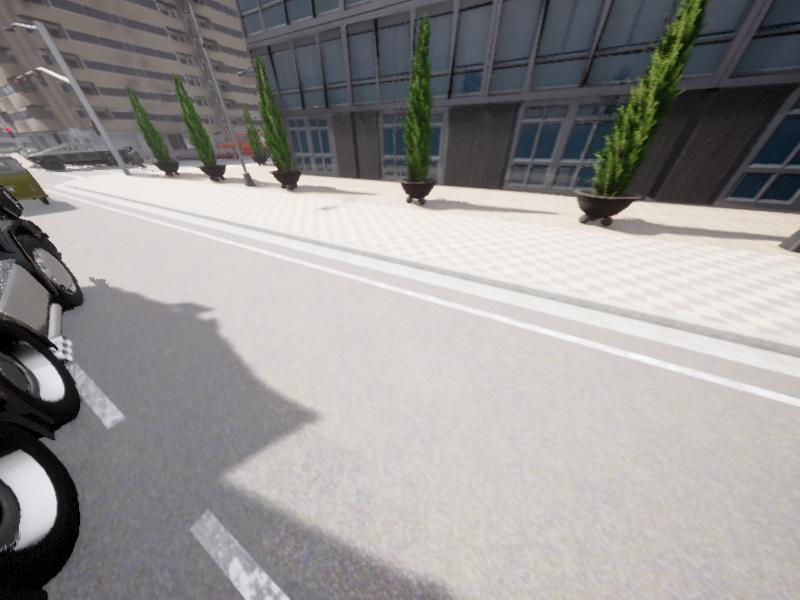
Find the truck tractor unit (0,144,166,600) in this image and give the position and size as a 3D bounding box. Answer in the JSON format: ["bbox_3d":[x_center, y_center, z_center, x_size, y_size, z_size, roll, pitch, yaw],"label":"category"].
[{"bbox_3d":[-4.897,-0.468,1.042,6.516,4.208,3.053,26,43,33],"label":"truck tractor unit"}]

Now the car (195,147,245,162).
[{"bbox_3d":[-24.961,-20.379,32.312,1.882,1.535,5.008,17,38,23],"label":"car"}]

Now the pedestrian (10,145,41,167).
[{"bbox_3d":[-38.423,-14.823,23.740,0.751,1.860,0.751,16,38,22],"label":"pedestrian"}]

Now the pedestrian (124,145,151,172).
[{"bbox_3d":[-21.869,-11.820,19.280,0.751,1.860,0.751,-27,43,-34],"label":"pedestrian"}]

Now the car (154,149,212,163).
[{"bbox_3d":[-29.432,-19.792,31.611,2.033,1.411,5.357,17,38,23],"label":"car"}]

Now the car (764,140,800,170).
[{"bbox_3d":[36.945,-13.451,21.289,6.274,2.098,2.390,-19,39,-26],"label":"car"}]

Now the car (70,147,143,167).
[{"bbox_3d":[-33.034,-16.290,26.195,2.097,1.767,4.553,19,39,25],"label":"car"}]

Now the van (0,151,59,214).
[{"bbox_3d":[-17.366,-5.096,9.795,4.442,1.987,1.775,17,38,23],"label":"van"}]

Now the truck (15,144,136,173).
[{"bbox_3d":[-31.095,-13.998,22.601,2.390,2.098,6.274,16,38,22],"label":"truck"}]
